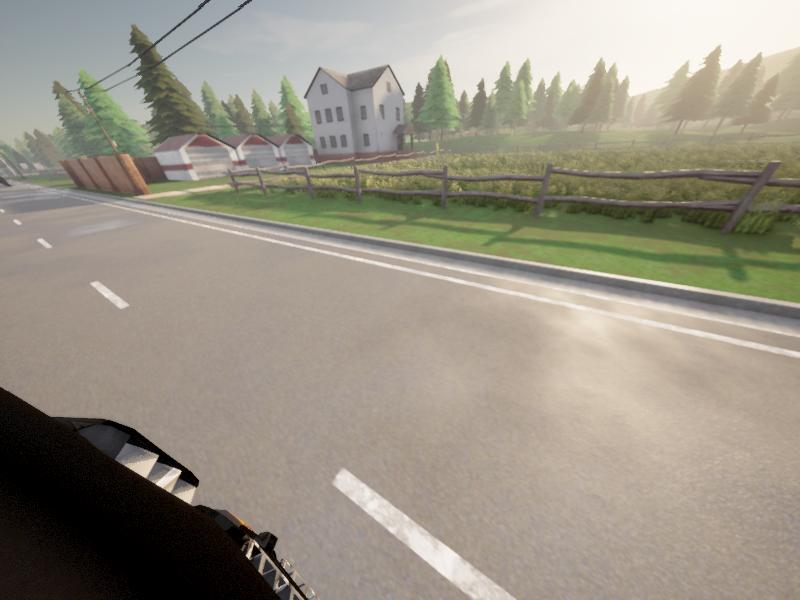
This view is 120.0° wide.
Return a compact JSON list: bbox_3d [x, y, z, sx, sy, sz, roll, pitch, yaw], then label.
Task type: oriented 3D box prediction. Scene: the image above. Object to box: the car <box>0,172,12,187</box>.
[{"bbox_3d":[-58.046,-17.149,32.707,5.566,2.045,2.150,16,38,26],"label":"car"}]
